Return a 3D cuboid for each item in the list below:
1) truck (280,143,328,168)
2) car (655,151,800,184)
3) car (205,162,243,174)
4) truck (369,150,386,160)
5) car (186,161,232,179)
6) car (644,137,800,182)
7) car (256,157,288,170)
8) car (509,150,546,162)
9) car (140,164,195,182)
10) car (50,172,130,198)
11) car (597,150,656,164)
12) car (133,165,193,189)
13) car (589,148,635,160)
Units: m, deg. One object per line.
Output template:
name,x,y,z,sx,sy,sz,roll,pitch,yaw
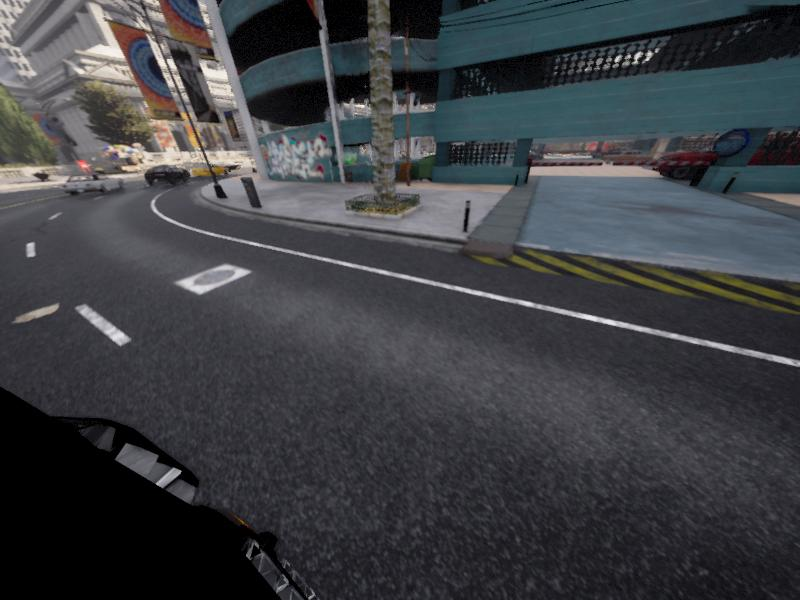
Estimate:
truck,-18.793,-29.000,46.228,2.891,3.827,8.468,14,36,23
car,19.270,-8.081,14.048,4.514,1.523,2.007,15,37,24
car,-27.121,-20.474,35.800,1.895,1.301,4.718,2,33,6
truck,-6.961,-44.589,70.954,2.627,2.467,5.204,15,37,24
car,-24.006,-16.551,29.325,1.801,1.575,5.366,-4,33,-4
car,19.208,-8.424,13.859,5.566,2.045,2.435,15,37,24
car,-22.150,-23.834,40.284,2.097,1.767,4.553,8,34,15
car,20.928,-23.705,38.001,4.902,1.511,2.128,15,37,24
car,-27.209,-15.159,27.374,2.038,1.542,4.974,-6,33,-7
car,-24.156,-9.234,18.300,1.895,1.301,4.718,-16,36,-21
car,27.234,-17.314,27.987,4.718,1.301,1.895,15,37,24
car,-22.238,-11.837,22.026,2.128,1.511,4.902,-13,35,-16
car,33.085,-22.936,36.288,4.786,1.482,2.161,15,37,24
